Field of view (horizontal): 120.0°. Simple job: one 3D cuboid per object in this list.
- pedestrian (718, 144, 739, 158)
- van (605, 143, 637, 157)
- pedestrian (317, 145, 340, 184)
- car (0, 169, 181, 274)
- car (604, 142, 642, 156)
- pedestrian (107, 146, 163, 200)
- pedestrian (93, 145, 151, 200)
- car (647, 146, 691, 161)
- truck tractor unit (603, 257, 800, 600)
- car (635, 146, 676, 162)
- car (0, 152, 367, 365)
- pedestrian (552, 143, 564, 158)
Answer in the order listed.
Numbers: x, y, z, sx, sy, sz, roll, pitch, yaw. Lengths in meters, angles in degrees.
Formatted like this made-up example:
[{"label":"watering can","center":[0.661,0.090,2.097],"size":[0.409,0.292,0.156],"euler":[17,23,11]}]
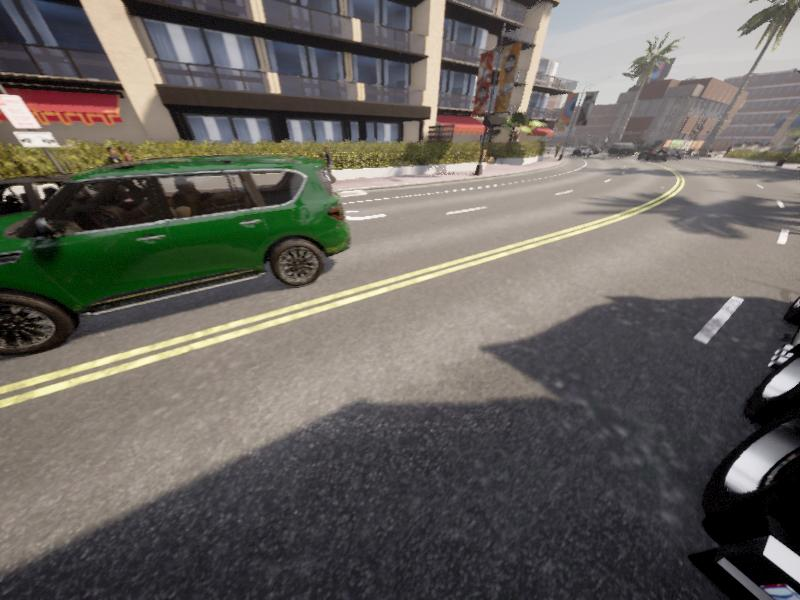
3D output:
[{"label":"pedestrian","center":[50.210,-22.782,35.315],"size":[0.751,1.860,0.751],"euler":[8,36,11]},{"label":"van","center":[38.876,-26.539,40.824],"size":[1.775,1.987,4.442],"euler":[7,36,9]},{"label":"pedestrian","center":[-4.040,-7.720,13.151],"size":[0.751,1.860,0.751],"euler":[-24,41,-30]},{"label":"car","center":[-8.036,-1.861,5.214],"size":[3.988,1.617,1.851],"euler":[-18,39,-25]},{"label":"car","center":[43.057,-29.287,44.765],"size":[2.150,2.045,5.566],"euler":[3,35,3]},{"label":"pedestrian","center":[-10.794,-5.230,9.507],"size":[0.751,1.860,0.751],"euler":[-25,42,-32]},{"label":"pedestrian","center":[-11.405,-5.262,9.548],"size":[0.751,1.860,0.751],"euler":[29,44,35]},{"label":"car","center":[40.700,-22.364,35.144],"size":[2.152,1.651,5.027],"euler":[12,36,16]},{"label":"truck tractor unit","center":[5.101,-0.309,0.804],"size":[6.516,4.208,3.053],"euler":[-19,39,-25]},{"label":"car","center":[35.615,-20.517,32.399],"size":[2.242,1.667,4.611],"euler":[15,37,20]},{"label":"car","center":[-3.643,-1.173,3.877],"size":[5.566,2.045,2.150],"euler":[-18,39,-25]},{"label":"pedestrian","center":[22.971,-21.750,33.587],"size":[0.751,1.860,0.751],"euler":[21,40,27]}]
